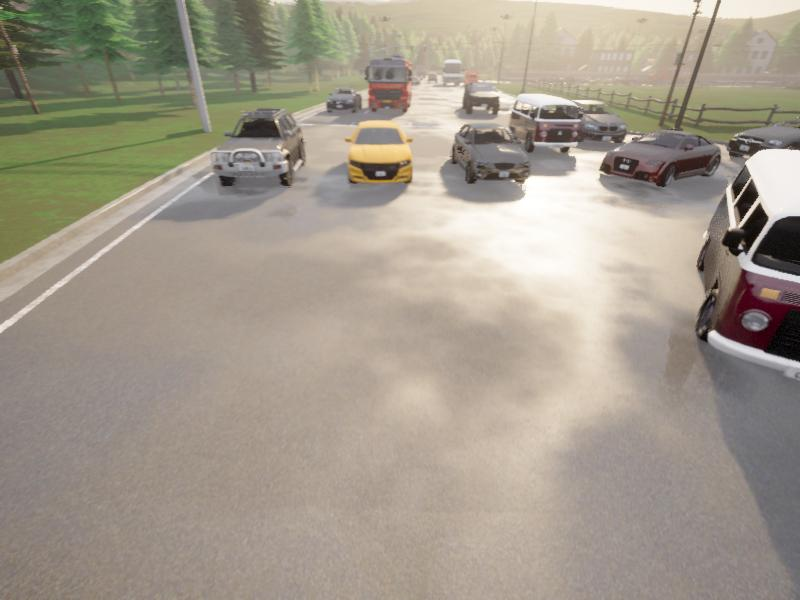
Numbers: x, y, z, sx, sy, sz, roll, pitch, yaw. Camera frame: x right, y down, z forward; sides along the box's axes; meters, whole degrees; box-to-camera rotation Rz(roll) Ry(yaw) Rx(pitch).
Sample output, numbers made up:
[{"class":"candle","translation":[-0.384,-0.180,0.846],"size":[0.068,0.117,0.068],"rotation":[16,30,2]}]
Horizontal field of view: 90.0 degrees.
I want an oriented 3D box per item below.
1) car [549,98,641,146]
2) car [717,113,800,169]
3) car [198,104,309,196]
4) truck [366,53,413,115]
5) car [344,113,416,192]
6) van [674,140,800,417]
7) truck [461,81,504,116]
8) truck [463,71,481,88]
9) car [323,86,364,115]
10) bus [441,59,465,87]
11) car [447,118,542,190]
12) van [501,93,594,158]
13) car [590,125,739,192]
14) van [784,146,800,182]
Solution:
[{"class":"car","translation":[9.470,-8.991,20.028],"size":[2.242,1.667,4.611],"rotation":[0,30,-1]},{"class":"car","translation":[15.660,-6.168,15.386],"size":[5.027,1.651,2.152],"rotation":[-3,30,-6]},{"class":"car","translation":[-4.168,-4.805,12.318],"size":[1.932,1.855,4.605],"rotation":[-2,31,-4]},{"class":"truck","translation":[-0.627,-17.398,32.062],"size":[2.891,3.827,8.468],"rotation":[3,30,3]},{"class":"car","translation":[-0.692,-4.973,13.030],"size":[1.882,1.535,5.008],"rotation":[-1,30,-3]},{"class":"van","translation":[5.257,-0.639,5.245],"size":[2.069,2.038,4.480],"rotation":[18,34,28]},{"class":"truck","translation":[6.291,-15.932,31.428],"size":[2.390,2.098,6.274],"rotation":[2,30,3]},{"class":"truck","translation":[13.045,-40.226,72.868],"size":[2.627,2.467,5.204],"rotation":[3,30,3]},{"class":"car","translation":[-4.244,-15.531,30.961],"size":[2.152,1.651,5.027],"rotation":[2,30,2]},{"class":"bus","translation":[10.024,-43.669,76.924],"size":[3.944,4.253,10.273],"rotation":[3,30,3]},{"class":"car","translation":[2.826,-4.870,13.000],"size":[1.816,1.474,4.193],"rotation":[-1,30,-3]},{"class":"van","translation":[6.071,-7.617,17.221],"size":[2.069,2.038,4.480],"rotation":[0,31,-2]},{"class":"car","translation":[8.553,-4.712,12.972],"size":[4.181,1.385,1.994],"rotation":[-16,34,-26]},{"class":"van","translation":[16.160,-4.710,12.099],"size":[6.366,2.431,2.351],"rotation":[-3,30,-6]}]
